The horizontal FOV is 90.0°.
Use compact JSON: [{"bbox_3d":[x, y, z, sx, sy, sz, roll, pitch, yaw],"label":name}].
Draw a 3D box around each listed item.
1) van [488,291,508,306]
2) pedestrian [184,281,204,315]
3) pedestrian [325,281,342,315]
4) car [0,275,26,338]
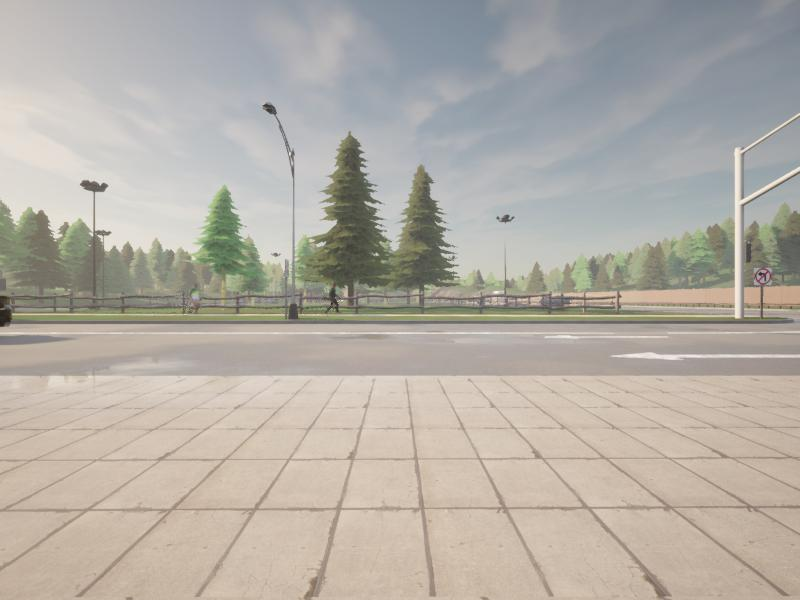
[{"bbox_3d":[17.542,-0.299,71.741,1.988,2.561,5.915,0,0,-1],"label":"van"},{"bbox_3d":[-11.674,-0.115,22.704,0.751,1.860,0.751,0,0,3],"label":"pedestrian"},{"bbox_3d":[-3.673,-0.115,22.058,0.751,1.860,0.751,0,0,4],"label":"pedestrian"},{"bbox_3d":[-13.033,0.171,10.176,5.238,1.638,1.930,0,0,0],"label":"car"}]
